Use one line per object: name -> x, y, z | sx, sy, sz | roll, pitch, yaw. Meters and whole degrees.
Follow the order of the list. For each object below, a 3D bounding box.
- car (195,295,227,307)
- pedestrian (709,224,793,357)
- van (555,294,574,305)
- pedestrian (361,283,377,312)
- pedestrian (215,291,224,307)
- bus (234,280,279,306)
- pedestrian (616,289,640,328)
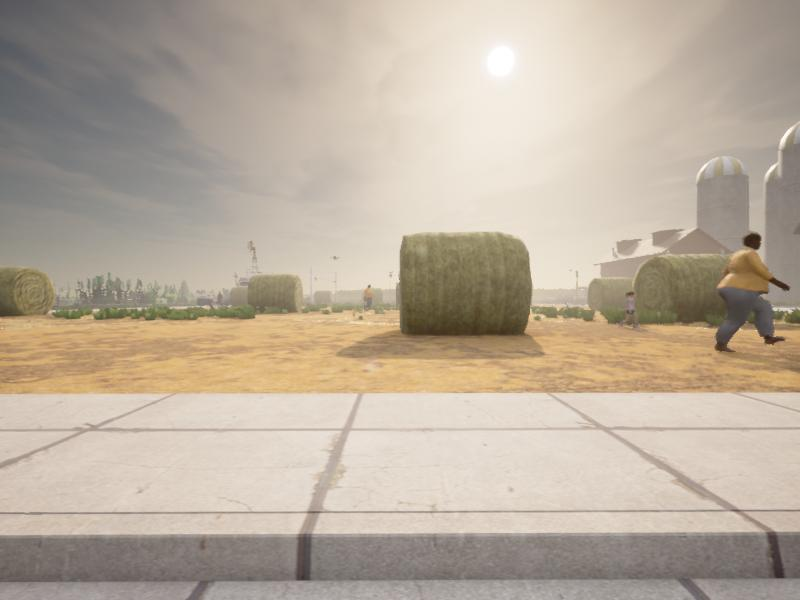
car -> -26.327, 0.156, 55.979 | 1.930, 1.638, 5.238 | 0, 0, 2
pedestrian -> 5.268, -0.135, 6.066 | 0.751, 1.860, 0.751 | 0, 0, 22
van -> 31.052, -0.053, 75.743 | 1.775, 1.987, 4.442 | 0, 0, -1
pedestrian -> -2.087, -0.145, 26.543 | 0.751, 1.860, 0.751 | 0, 0, 40
pedestrian -> -21.319, -0.134, 47.271 | 0.751, 1.860, 0.751 | 0, 0, -3
bus -> -25.741, -1.154, 72.531 | 3.944, 4.253, 10.273 | 0, 0, 2
pedestrian -> 6.485, 0.233, 11.398 | 0.500, 1.100, 0.500 | 0, 0, 15
